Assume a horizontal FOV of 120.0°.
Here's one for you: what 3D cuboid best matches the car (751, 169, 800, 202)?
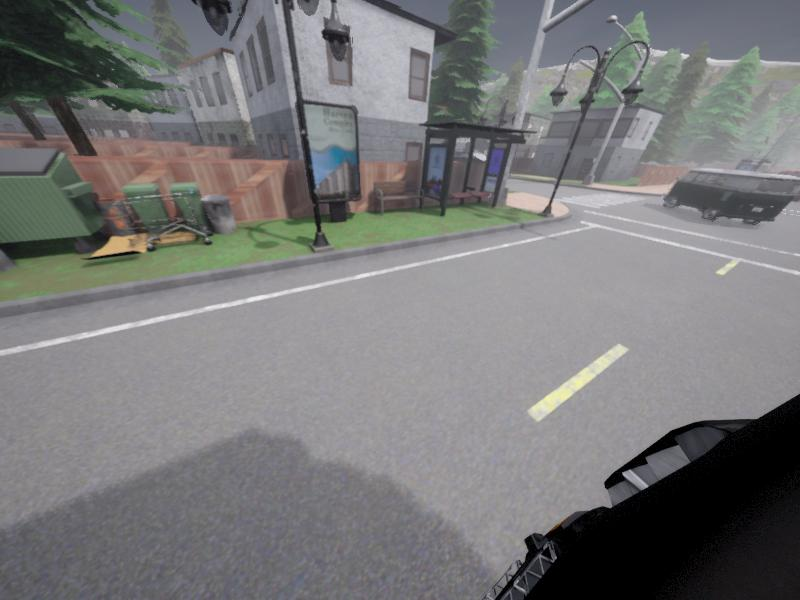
[{"bbox_3d":[32.060,-9.512,19.036,5.566,2.045,2.150,-16,38,-26],"label":"car"}]

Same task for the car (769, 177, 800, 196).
[{"bbox_3d":[38.954,-11.192,22.737,4.181,1.385,1.994,-16,38,-26],"label":"car"}]

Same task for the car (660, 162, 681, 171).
[{"bbox_3d":[67.987,-33.518,57.993,4.605,1.855,1.932,-17,38,-27],"label":"car"}]

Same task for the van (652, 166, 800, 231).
[{"bbox_3d":[14.989,-5.003,10.911,1.775,1.987,4.442,11,35,11],"label":"van"}]

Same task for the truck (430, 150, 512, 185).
[{"bbox_3d":[5.753,-11.563,19.925,2.390,2.098,6.274,-22,41,-33],"label":"truck"}]
